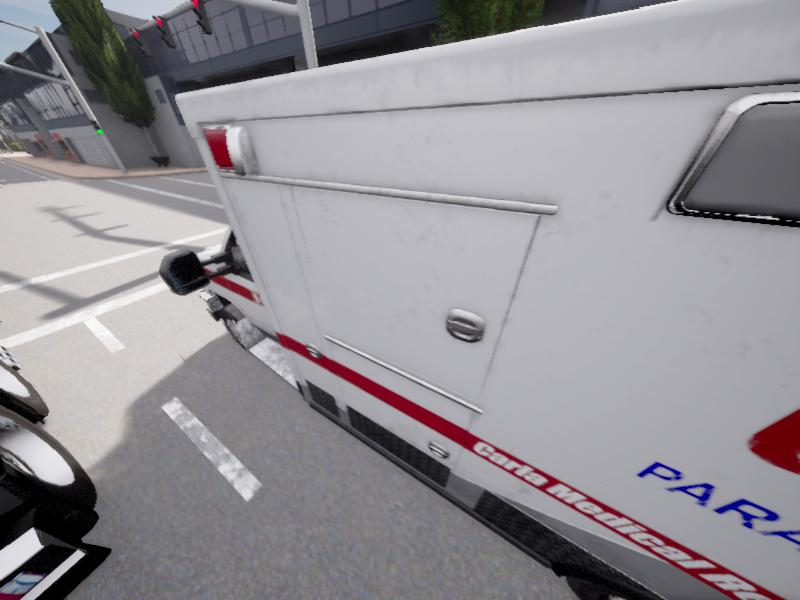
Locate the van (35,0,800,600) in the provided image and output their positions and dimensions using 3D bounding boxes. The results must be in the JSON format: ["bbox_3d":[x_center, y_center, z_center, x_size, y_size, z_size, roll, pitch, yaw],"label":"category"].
[{"bbox_3d":[0.582,-0.056,1.947,6.366,2.431,2.351,18,39,25],"label":"van"}]

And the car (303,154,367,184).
[{"bbox_3d":[-4.292,-9.200,16.040,1.994,1.385,4.181,15,38,20],"label":"car"}]

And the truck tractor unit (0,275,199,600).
[{"bbox_3d":[-5.132,-0.279,0.751,6.516,4.208,3.053,18,39,23],"label":"truck tractor unit"}]
